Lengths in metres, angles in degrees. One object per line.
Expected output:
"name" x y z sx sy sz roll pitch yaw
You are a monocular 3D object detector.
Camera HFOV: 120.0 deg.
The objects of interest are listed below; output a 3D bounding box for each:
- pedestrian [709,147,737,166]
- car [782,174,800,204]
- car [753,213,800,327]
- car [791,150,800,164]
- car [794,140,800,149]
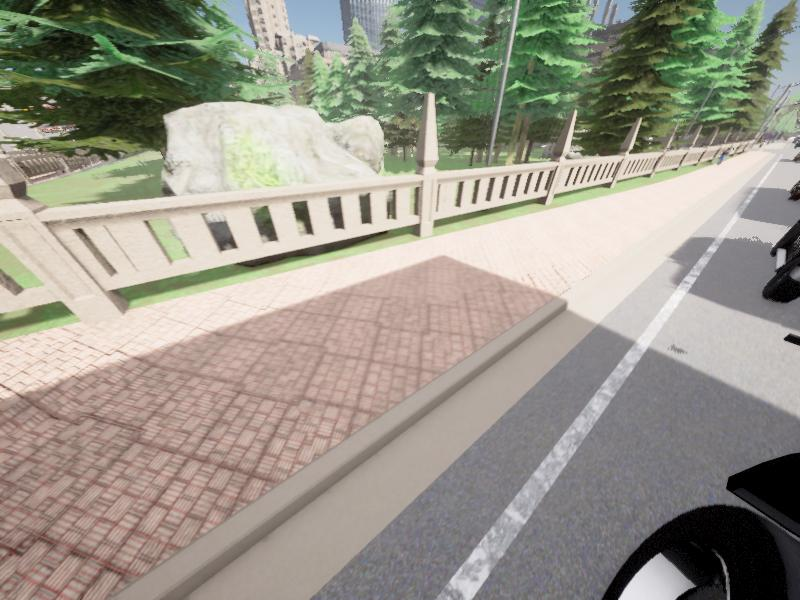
"pedestrian" 26.405 -11.718 18.879 0.751 1.300 0.751 -24 41 -29
"car" 17.548 -4.775 9.207 3.633 1.501 1.845 -23 41 -28
"car" 7.889 -0.896 3.484 4.605 1.855 1.932 -23 41 -28
"car" 40.724 -14.436 22.664 5.366 1.575 1.801 -23 41 -28
"car" 81.398 -31.264 46.424 4.718 1.301 1.895 -23 41 -28
